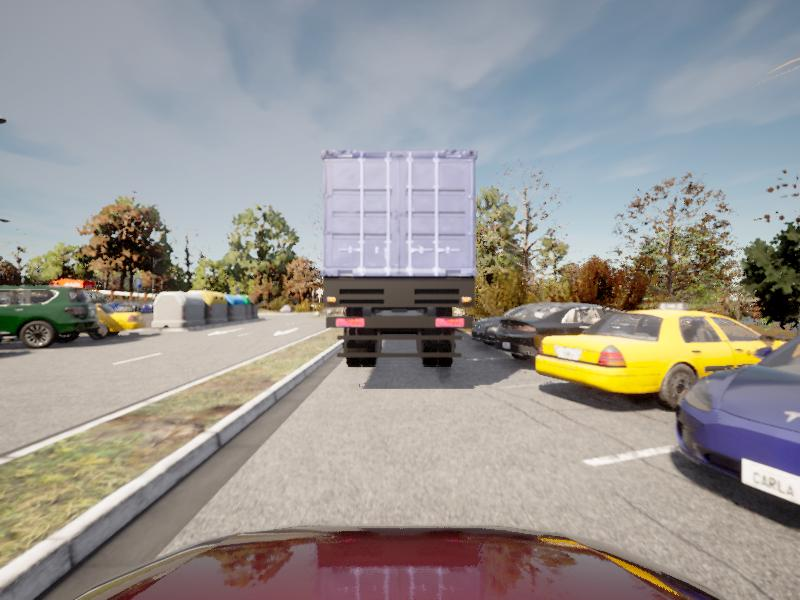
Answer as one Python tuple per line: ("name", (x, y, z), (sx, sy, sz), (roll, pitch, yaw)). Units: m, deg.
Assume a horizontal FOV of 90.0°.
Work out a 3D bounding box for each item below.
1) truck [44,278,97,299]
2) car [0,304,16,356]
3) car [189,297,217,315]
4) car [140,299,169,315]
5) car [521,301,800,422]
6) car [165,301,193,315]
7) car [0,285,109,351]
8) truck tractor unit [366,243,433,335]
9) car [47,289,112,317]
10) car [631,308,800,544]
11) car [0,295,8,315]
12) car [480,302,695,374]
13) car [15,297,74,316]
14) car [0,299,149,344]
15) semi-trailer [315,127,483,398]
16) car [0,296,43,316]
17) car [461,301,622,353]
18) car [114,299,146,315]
("truck", (-46.848, -1.656, 56.919), (5.204, 2.467, 2.627), (4, -2, 1))
("car", (-13.336, 0.861, 10.218), (4.674, 1.452, 2.002), (-1, 0, -20))
("car", (-24.454, 0.805, 49.773), (2.435, 2.045, 5.566), (1, -3, -19))
("car", (-30.473, 0.929, 49.785), (2.185, 1.767, 4.553), (1, -3, -19))
("car", (4.988, 0.837, 7.028), (5.366, 1.575, 1.946), (1, 0, -20))
("car", (-27.458, 1.057, 49.781), (2.231, 1.521, 4.892), (1, -3, -19))
("car", (-13.357, 0.566, 13.218), (5.566, 2.045, 2.435), (-1, 0, -20))
("truck tractor unit", (-0.027, -0.518, 21.534), (3.053, 4.208, 6.516), (0, 1, 0))
("car", (-26.055, 0.269, 32.800), (2.435, 2.045, 5.566), (1, -1, -19))
("car", (4.796, 0.863, 3.552), (4.792, 1.488, 2.163), (1, 0, -20))
("car", (-34.940, 0.396, 32.891), (2.185, 1.767, 4.553), (0, -1, -19))
("car", (4.804, 0.843, 10.352), (4.892, 1.521, 2.231), (1, 0, -20))
("car", (-29.031, 0.561, 32.851), (2.002, 1.452, 4.674), (1, -1, -19))
("car", (-13.500, 0.806, 16.193), (5.366, 1.575, 1.946), (-1, 1, -20))
("semi-trailer", (-0.020, -0.605, 13.624), (2.717, 4.402, 14.254), (0, 0, 0))
("car", (-31.988, 0.523, 32.880), (2.231, 1.521, 4.892), (0, -1, -19))
("car", (4.812, 0.846, 13.746), (4.892, 1.521, 2.231), (1, 0, -20))
("car", (-33.510, 0.933, 49.880), (2.185, 1.767, 4.553), (1, -3, -19))
